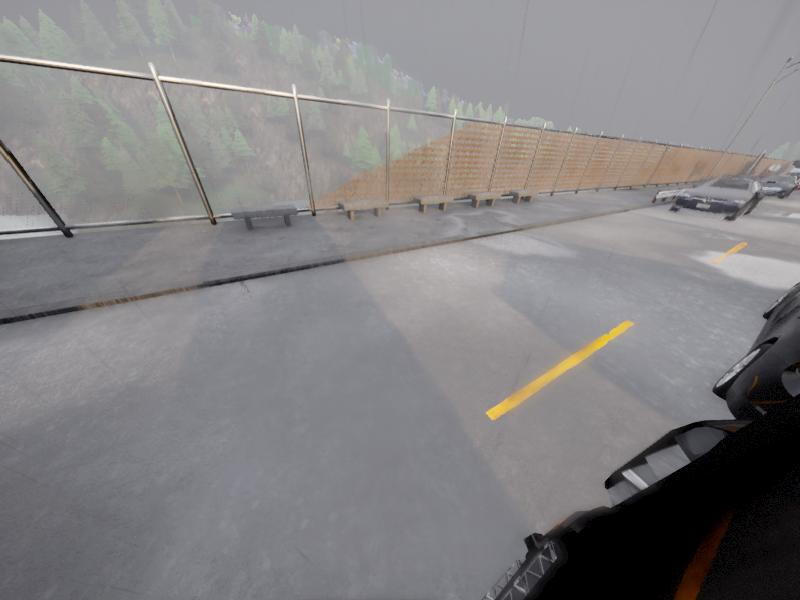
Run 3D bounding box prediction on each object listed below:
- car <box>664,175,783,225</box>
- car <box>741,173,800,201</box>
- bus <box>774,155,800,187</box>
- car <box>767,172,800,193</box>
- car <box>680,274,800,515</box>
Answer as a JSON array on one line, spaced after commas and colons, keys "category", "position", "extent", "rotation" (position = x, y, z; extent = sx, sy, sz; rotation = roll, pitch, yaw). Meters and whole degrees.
[{"category": "car", "position": [15.820, -5.078, 11.327], "extent": [5.027, 1.651, 2.152], "rotation": [-16, 38, -26]}, {"category": "car", "position": [30.259, -9.193, 18.622], "extent": [4.856, 1.649, 2.033], "rotation": [-16, 38, -26]}, {"category": "bus", "position": [55.448, -17.370, 30.481], "extent": [10.273, 4.253, 3.944], "rotation": [-16, 38, -26]}, {"category": "car", "position": [42.014, -12.562, 24.548], "extent": [4.611, 1.667, 2.242], "rotation": [-16, 38, -26]}, {"category": "car", "position": [5.343, 0.498, 2.210], "extent": [5.008, 1.535, 1.882], "rotation": [-16, 38, -26]}]
